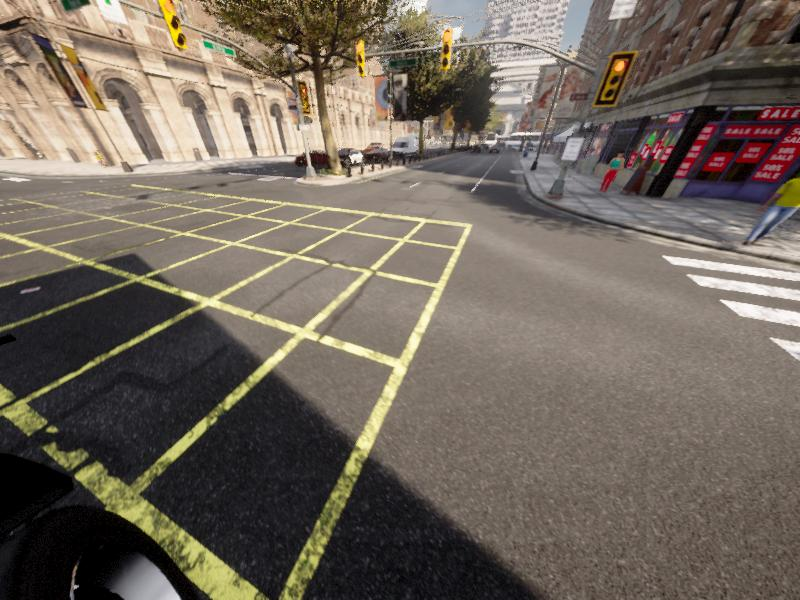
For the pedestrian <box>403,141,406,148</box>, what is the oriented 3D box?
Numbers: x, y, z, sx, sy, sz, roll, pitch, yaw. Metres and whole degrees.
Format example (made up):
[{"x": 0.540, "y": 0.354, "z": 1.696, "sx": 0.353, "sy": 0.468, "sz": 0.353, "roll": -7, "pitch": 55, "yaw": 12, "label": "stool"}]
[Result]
[{"x": 1.420, "y": -45.597, "z": 67.775, "sx": 0.751, "sy": 1.860, "sz": 0.751, "roll": 9, "pitch": 36, "yaw": 12, "label": "pedestrian"}]

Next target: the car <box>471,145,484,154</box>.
[{"x": 16.858, "y": -32.651, "z": 50.007, "sx": 1.837, "sy": 1.490, "sz": 4.892, "roll": 13, "pitch": 37, "yaw": 18, "label": "car"}]

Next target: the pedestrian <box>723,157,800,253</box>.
[{"x": 8.858, "y": -2.164, "z": 5.317, "sx": 0.751, "sy": 1.860, "sz": 0.751, "roll": -17, "pitch": 38, "yaw": -23, "label": "pedestrian"}]

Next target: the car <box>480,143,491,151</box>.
[{"x": 23.784, "y": -42.442, "z": 64.116, "sx": 2.033, "sy": 1.649, "sz": 4.856, "roll": 13, "pitch": 37, "yaw": 18, "label": "car"}]

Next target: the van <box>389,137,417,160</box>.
[{"x": 0.581, "y": -22.385, "z": 34.025, "sx": 1.988, "sy": 2.561, "sz": 5.915, "roll": 13, "pitch": 37, "yaw": 18, "label": "van"}]

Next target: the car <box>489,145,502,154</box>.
[{"x": 20.713, "y": -32.745, "z": 50.178, "sx": 2.038, "sy": 1.542, "sz": 4.974, "roll": 13, "pitch": 37, "yaw": 18, "label": "car"}]

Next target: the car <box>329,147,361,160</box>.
[{"x": -7.601, "y": -20.666, "z": 32.499, "sx": 1.895, "sy": 1.301, "sz": 4.718, "roll": 13, "pitch": 37, "yaw": 17, "label": "car"}]

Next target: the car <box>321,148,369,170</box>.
[{"x": -5.152, "y": -13.928, "z": 22.634, "sx": 2.038, "sy": 1.542, "sz": 4.974, "roll": 13, "pitch": 37, "yaw": 18, "label": "car"}]

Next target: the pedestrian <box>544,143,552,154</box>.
[{"x": 29.464, "y": -30.200, "z": 46.053, "sx": 0.751, "sy": 1.860, "sz": 0.751, "roll": 11, "pitch": 36, "yaw": 14, "label": "pedestrian"}]

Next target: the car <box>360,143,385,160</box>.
[{"x": -3.801, "y": -21.295, "z": 32.956, "sx": 1.905, "sy": 1.878, "sz": 3.866, "roll": 13, "pitch": 37, "yaw": 17, "label": "car"}]

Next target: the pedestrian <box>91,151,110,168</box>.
[{"x": -24.115, "y": -11.315, "z": 18.625, "sx": 0.500, "sy": 1.100, "sz": 0.500, "roll": -28, "pitch": 44, "yaw": -35, "label": "pedestrian"}]

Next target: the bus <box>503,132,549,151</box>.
[{"x": 36.308, "y": -46.146, "z": 67.347, "sx": 3.944, "sy": 4.253, "sz": 10.273, "roll": -25, "pitch": 42, "yaw": -32, "label": "bus"}]

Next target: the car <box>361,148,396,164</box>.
[{"x": -2.476, "y": -17.620, "z": 28.118, "sx": 2.033, "sy": 1.411, "sz": 5.357, "roll": 13, "pitch": 37, "yaw": 18, "label": "car"}]

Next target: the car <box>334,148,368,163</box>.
[{"x": -5.942, "y": -18.059, "z": 28.716, "sx": 1.994, "sy": 1.385, "sz": 4.181, "roll": 14, "pitch": 37, "yaw": 19, "label": "car"}]

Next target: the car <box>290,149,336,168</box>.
[{"x": -8.598, "y": -14.337, "z": 23.309, "sx": 1.994, "sy": 1.385, "sz": 4.181, "roll": 13, "pitch": 37, "yaw": 18, "label": "car"}]

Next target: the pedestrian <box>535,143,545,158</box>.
[{"x": 22.006, "y": -23.529, "z": 36.318, "sx": 0.751, "sy": 1.860, "sz": 0.751, "roll": 12, "pitch": 36, "yaw": 16, "label": "pedestrian"}]

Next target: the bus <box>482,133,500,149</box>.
[{"x": 30.340, "y": -52.910, "z": 76.995, "sx": 3.944, "sy": 4.253, "sz": 10.273, "roll": 13, "pitch": 37, "yaw": 18, "label": "bus"}]

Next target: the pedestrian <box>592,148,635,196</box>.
[{"x": 9.970, "y": -5.989, "z": 10.846, "sx": 0.751, "sy": 1.860, "sz": 0.751, "roll": 27, "pitch": 43, "yaw": 33, "label": "pedestrian"}]
